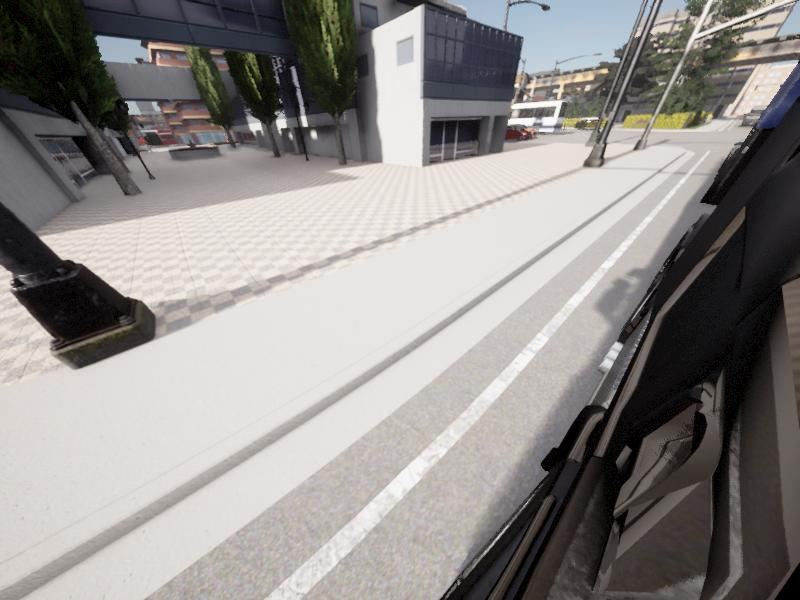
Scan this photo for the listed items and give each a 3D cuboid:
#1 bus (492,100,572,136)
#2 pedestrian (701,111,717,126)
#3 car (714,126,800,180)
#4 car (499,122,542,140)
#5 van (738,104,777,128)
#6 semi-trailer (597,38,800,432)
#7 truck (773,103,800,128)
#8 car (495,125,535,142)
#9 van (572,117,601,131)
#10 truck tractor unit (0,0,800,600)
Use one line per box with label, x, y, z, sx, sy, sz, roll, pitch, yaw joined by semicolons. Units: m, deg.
bus;21.702;-30.461;38.994;3.944;4.253;10.273;-29;45;-31
pedestrian;52.833;-31.046;39.511;0.751;1.860;0.751;22;44;29
car;15.932;-6.521;10.035;4.974;1.542;2.038;-28;43;-30
car;16.602;-23.432;32.060;2.097;1.767;4.553;-29;44;-30
van;52.632;-27.183;34.124;5.915;2.561;1.988;-29;44;-30
semi-trailer;8.724;-3.601;4.183;14.254;4.402;2.717;-28;44;-29
truck;51.925;-23.981;29.981;5.204;2.467;2.627;-29;44;-30
car;14.683;-21.387;29.640;1.851;1.617;3.988;-29;45;-30
van;37.243;-35.297;46.316;2.069;2.038;4.480;0;37;4
truck tractor unit;2.645;-0.295;0.351;6.516;4.208;3.053;-28;44;-30
